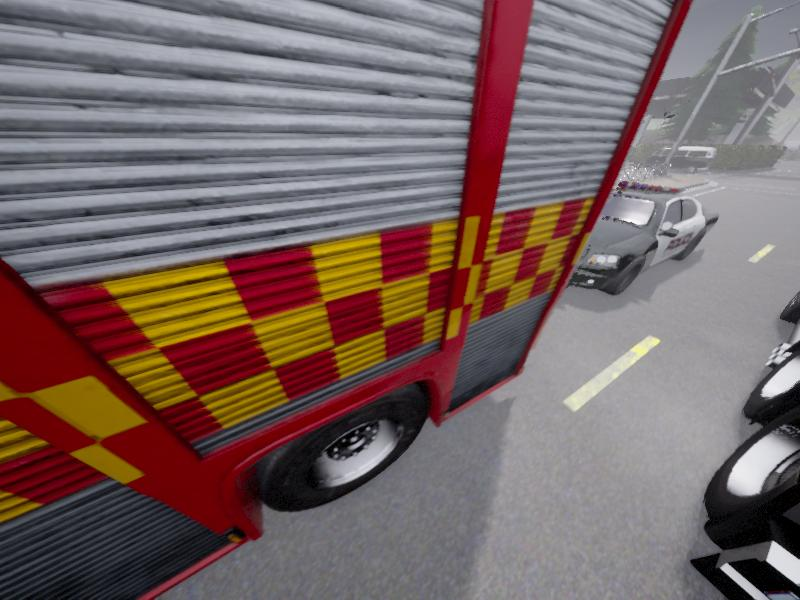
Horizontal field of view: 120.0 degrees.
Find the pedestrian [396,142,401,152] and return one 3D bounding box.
[{"bbox_3d":[-0.345,-32.292,48.704,0.751,1.860,0.751,-16,38,-22],"label":"pedestrian"}]

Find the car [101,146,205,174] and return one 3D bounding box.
[{"bbox_3d":[-18.758,-11.007,18.024,5.027,1.636,2.152,-18,39,-24],"label":"car"}]

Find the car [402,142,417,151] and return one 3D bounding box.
[{"bbox_3d":[2.309,-38.715,58.223,1.905,1.878,3.866,-17,39,-24],"label":"car"}]

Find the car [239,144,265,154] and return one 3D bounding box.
[{"bbox_3d":[-27.840,-28.474,43.390,3.806,1.475,1.970,-18,39,-24],"label":"car"}]

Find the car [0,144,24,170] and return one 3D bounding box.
[{"bbox_3d":[-36.451,-12.459,20.171,1.905,1.878,3.866,-18,39,-24],"label":"car"}]

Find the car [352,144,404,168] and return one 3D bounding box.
[{"bbox_3d":[-2.061,-14.276,22.773,4.605,1.855,1.932,-18,39,-24],"label":"car"}]

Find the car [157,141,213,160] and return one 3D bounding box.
[{"bbox_3d":[-26.798,-18.806,29.033,4.605,1.855,1.932,-18,39,-24],"label":"car"}]

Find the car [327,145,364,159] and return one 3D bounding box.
[{"bbox_3d":[-7.535,-20.549,32.068,4.514,1.523,2.007,-18,39,-24],"label":"car"}]

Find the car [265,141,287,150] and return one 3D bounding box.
[{"bbox_3d":[-32.515,-40.546,60.528,4.605,1.855,1.932,-18,39,-24],"label":"car"}]

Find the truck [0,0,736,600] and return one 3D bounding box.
[{"bbox_3d":[-3.034,-0.093,0.757,8.468,3.827,2.891,-17,39,-24],"label":"truck"}]

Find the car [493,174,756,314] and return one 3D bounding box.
[{"bbox_3d":[4.753,-1.597,4.994,4.974,1.542,2.038,-17,39,-24],"label":"car"}]

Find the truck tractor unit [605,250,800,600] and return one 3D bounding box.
[{"bbox_3d":[5.084,-0.327,0.814,6.516,4.208,3.053,-19,39,-25],"label":"truck tractor unit"}]

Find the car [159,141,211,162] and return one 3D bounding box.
[{"bbox_3d":[-25.017,-17.480,27.114,3.866,1.878,1.905,-18,39,-24],"label":"car"}]

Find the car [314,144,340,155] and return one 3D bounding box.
[{"bbox_3d":[-12.386,-25.550,39.231,3.633,1.501,1.845,-18,39,-24],"label":"car"}]

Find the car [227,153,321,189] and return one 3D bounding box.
[{"bbox_3d":[-7.398,-7.871,13.888,4.514,1.523,2.007,-18,39,-24],"label":"car"}]

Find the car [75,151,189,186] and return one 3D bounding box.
[{"bbox_3d":[-15.338,-7.816,13.618,3.806,1.475,1.970,-18,39,-24],"label":"car"}]

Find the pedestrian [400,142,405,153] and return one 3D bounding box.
[{"bbox_3d":[0.526,-31.367,47.385,0.751,1.860,0.751,-17,39,-24],"label":"pedestrian"}]

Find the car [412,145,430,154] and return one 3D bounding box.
[{"bbox_3d":[4.476,-32.158,49.201,1.970,1.475,3.806,-17,39,-24],"label":"car"}]

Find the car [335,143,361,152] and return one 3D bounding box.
[{"bbox_3d":[-11.488,-33.594,50.795,5.027,1.636,2.152,-18,39,-24],"label":"car"}]
